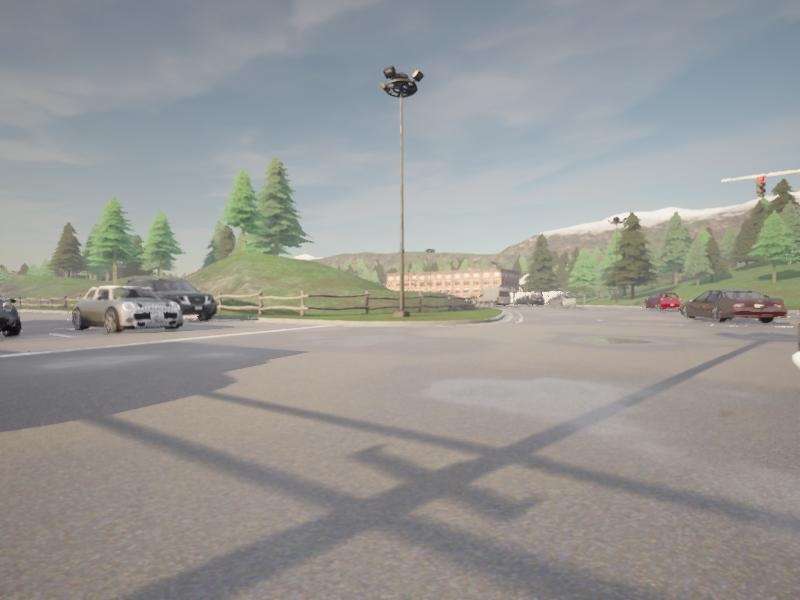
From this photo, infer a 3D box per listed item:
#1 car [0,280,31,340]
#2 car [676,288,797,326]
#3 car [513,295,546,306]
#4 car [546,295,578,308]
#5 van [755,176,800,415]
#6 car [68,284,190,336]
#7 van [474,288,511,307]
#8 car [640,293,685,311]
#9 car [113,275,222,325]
[{"bbox_3d":[-11.666,0.261,10.682,3.633,1.501,1.845,0,0,34],"label":"car"},{"bbox_3d":[14.185,0.250,17.398,2.033,1.411,5.357,0,0,16],"label":"car"},{"bbox_3d":[18.912,0.086,58.666,2.242,1.667,4.611,0,0,-23],"label":"car"},{"bbox_3d":[18.576,0.161,46.105,1.845,1.501,3.633,0,0,-8],"label":"car"},{"bbox_3d":[5.768,-0.044,3.527,4.480,2.038,2.069,0,0,-20],"label":"van"},{"bbox_3d":[-8.906,0.279,13.088,3.806,1.475,1.970,0,0,33],"label":"car"},{"bbox_3d":[12.709,-0.328,55.293,1.988,2.561,5.915,1,0,-21],"label":"van"},{"bbox_3d":[22.052,0.154,33.769,1.845,1.501,3.633,0,0,9],"label":"car"},{"bbox_3d":[-10.868,-0.002,18.573,5.566,2.045,2.150,0,0,34],"label":"car"}]
